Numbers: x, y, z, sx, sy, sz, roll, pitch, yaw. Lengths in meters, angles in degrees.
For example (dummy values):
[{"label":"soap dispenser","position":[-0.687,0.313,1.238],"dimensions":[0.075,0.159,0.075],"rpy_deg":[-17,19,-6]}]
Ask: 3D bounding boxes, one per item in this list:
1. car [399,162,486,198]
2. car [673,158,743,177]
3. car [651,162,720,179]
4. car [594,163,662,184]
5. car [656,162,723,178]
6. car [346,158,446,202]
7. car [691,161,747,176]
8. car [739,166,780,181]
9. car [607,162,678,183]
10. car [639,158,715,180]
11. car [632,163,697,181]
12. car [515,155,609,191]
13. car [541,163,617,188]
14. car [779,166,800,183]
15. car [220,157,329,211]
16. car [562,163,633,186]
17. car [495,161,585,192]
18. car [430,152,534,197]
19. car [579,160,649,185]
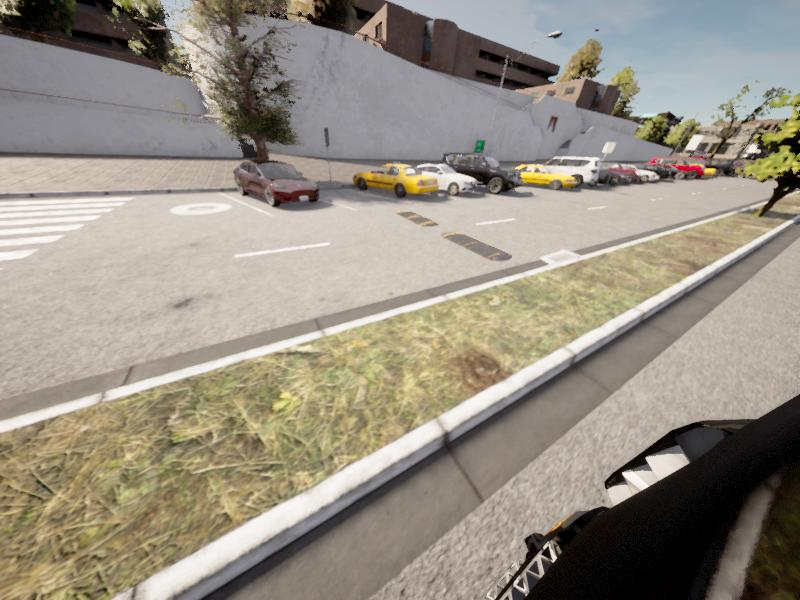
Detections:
[{"label":"car","position":[2.358,-7.339,13.883],"dimensions":[4.674,1.452,2.002],"rpy_deg":[27,40,33]},{"label":"car","position":[44.423,-19.351,33.676],"dimensions":[5.566,2.045,2.435],"rpy_deg":[27,41,33]},{"label":"car","position":[36.699,-16.851,29.972],"dimensions":[5.366,1.575,1.946],"rpy_deg":[27,40,33]},{"label":"car","position":[23.406,-13.164,23.897],"dimensions":[4.674,1.452,2.002],"rpy_deg":[27,40,33]},{"label":"car","position":[39.043,-17.728,31.412],"dimensions":[5.366,1.575,1.946],"rpy_deg":[27,41,33]},{"label":"car","position":[-0.412,-6.729,12.688],"dimensions":[5.366,1.575,1.946],"rpy_deg":[27,40,33]},{"label":"car","position":[49.726,-20.692,36.210],"dimensions":[4.553,1.767,2.185],"rpy_deg":[27,41,33]},{"label":"car","position":[47.292,-16.691,30.361],"dimensions":[4.892,1.490,1.837],"rpy_deg":[-15,38,-25]},{"label":"car","position":[26.041,-13.936,25.108],"dimensions":[5.008,1.535,2.097],"rpy_deg":[27,41,33]},{"label":"car","position":[33.959,-16.376,28.684],"dimensions":[5.566,2.045,2.435],"rpy_deg":[27,40,33]},{"label":"car","position":[31.321,-15.397,27.595],"dimensions":[4.792,1.488,2.163],"rpy_deg":[27,41,33]},{"label":"car","position":[12.869,-10.470,18.764],"dimensions":[5.566,2.045,2.435],"rpy_deg":[27,41,33]},{"label":"car","position":[15.488,-10.966,20.166],"dimensions":[4.792,1.488,2.163],"rpy_deg":[27,41,33]},{"label":"car","position":[51.534,-16.041,29.480],"dimensions":[4.611,1.667,2.242],"rpy_deg":[-16,38,-25]},{"label":"car","position":[-5.505,-5.209,10.065],"dimensions":[4.792,1.488,2.163],"rpy_deg":[27,40,33]},{"label":"car","position":[18.149,-11.683,21.414],"dimensions":[4.674,1.452,2.002],"rpy_deg":[27,40,33]},{"label":"car","position":[10.392,-9.457,17.534],"dimensions":[5.366,1.575,1.946],"rpy_deg":[27,40,33]},{"label":"car","position":[5.027,-8.283,14.972],"dimensions":[5.566,2.045,2.435],"rpy_deg":[27,40,33]},{"label":"car","position":[20.759,-12.572,22.580],"dimensions":[4.553,1.767,2.185],"rpy_deg":[27,40,33]}]
